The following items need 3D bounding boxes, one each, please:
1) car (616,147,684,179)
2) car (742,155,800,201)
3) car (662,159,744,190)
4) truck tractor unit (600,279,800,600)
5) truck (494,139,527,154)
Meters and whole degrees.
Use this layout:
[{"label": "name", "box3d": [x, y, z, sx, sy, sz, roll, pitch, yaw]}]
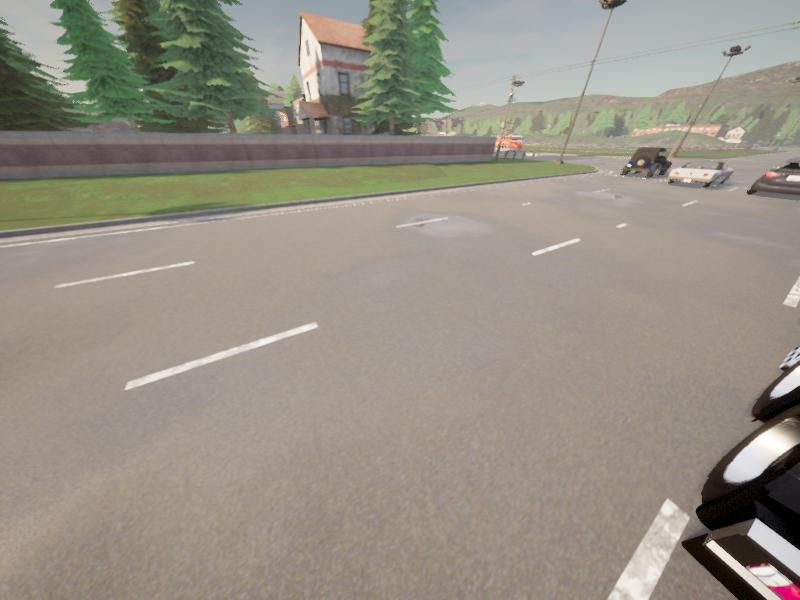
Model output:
[{"label": "car", "box3d": [19.152, -10.601, 17.734, 3.866, 1.878, 1.905, -18, 39, -25]}, {"label": "car", "box3d": [20.413, -6.296, 11.756, 4.611, 1.667, 2.242, -19, 39, -24]}, {"label": "car", "box3d": [19.087, -8.022, 14.549, 4.718, 1.301, 1.895, -18, 39, -25]}, {"label": "truck tractor unit", "box3d": [5.133, -0.278, 0.742, 6.516, 4.208, 3.053, -17, 39, -23]}, {"label": "truck", "box3d": [23.176, -32.489, 48.688, 2.627, 2.467, 5.204, -19, 40, -25]}]
